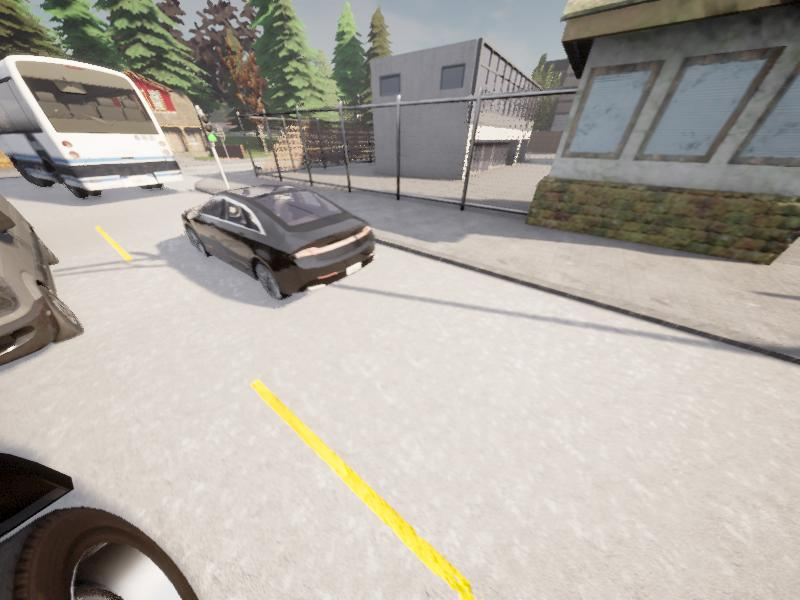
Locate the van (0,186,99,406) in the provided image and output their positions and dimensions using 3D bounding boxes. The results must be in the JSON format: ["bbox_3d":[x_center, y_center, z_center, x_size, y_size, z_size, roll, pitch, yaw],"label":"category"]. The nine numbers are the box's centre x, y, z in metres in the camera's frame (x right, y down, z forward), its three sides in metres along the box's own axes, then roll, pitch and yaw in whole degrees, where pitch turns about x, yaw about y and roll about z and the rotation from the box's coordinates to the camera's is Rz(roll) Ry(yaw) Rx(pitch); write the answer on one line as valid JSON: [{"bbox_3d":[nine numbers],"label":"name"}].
[{"bbox_3d":[-6.633,-0.837,2.852,5.915,2.561,1.988,23,41,29],"label":"van"}]

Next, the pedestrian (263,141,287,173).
[{"bbox_3d":[-8.744,-9.985,16.177,0.751,1.860,0.751,23,41,29],"label":"pedestrian"}]

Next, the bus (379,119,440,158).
[{"bbox_3d":[1.720,-24.456,34.997,3.944,4.253,10.273,23,41,28],"label":"bus"}]

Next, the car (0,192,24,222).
[{"bbox_3d":[-14.425,-3.352,7.212,3.705,1.549,1.789,17,38,22],"label":"car"}]

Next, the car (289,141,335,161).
[{"bbox_3d":[-10.297,-17.830,27.533,1.932,1.855,4.605,22,40,27],"label":"car"}]

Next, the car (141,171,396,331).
[{"bbox_3d":[-2.697,-1.497,4.708,4.902,1.511,2.128,23,41,28],"label":"car"}]

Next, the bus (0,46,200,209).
[{"bbox_3d":[-15.182,-7.392,10.591,10.273,4.253,3.944,17,38,23],"label":"bus"}]

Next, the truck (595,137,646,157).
[{"bbox_3d":[34.582,-24.281,36.572,5.204,2.467,2.627,22,41,28],"label":"truck"}]

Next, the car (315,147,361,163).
[{"bbox_3d":[-6.826,-16.360,25.981,1.895,1.301,4.718,23,41,29],"label":"car"}]

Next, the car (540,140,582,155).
[{"bbox_3d":[28.102,-26.806,40.472,5.566,2.045,2.150,23,41,28],"label":"car"}]
